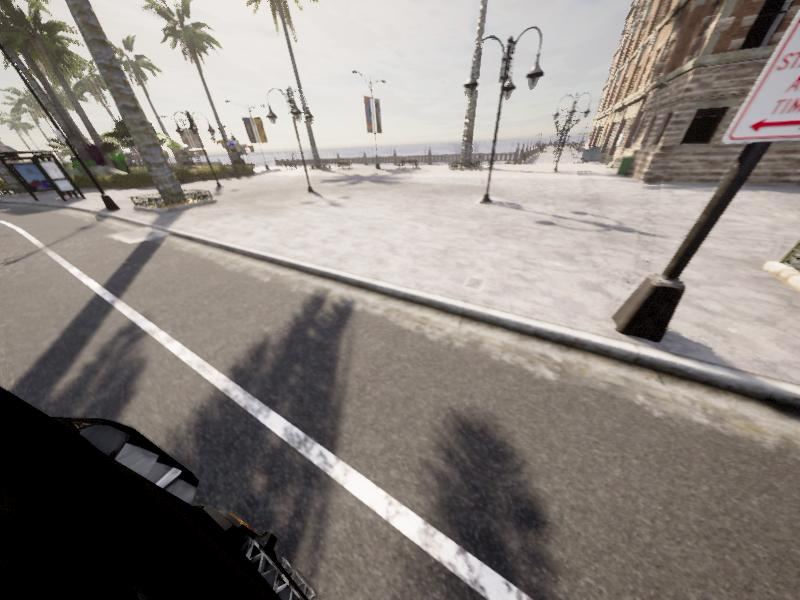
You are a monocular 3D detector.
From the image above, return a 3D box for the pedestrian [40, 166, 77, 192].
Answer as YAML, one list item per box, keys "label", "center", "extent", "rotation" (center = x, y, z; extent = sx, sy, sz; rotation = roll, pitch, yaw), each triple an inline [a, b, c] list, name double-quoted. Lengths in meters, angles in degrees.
- label: "pedestrian"
  center: [-28.853, -10.203, 19.563]
  extent: [0.751, 1.860, 0.751]
  rotation: [7, 35, 15]

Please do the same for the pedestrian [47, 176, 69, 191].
- label: "pedestrian"
  center: [-30.793, -10.475, 20.811]
  extent: [0.500, 1.100, 0.500]
  rotation: [4, 34, 11]

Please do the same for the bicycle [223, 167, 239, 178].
- label: "bicycle"
  center: [-18.590, -14.069, 25.433]
  extent: [1.643, 1.024, 0.373]
  rotation: [15, 38, 25]

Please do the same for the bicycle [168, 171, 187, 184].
- label: "bicycle"
  center: [-21.046, -11.559, 21.832]
  extent: [1.643, 1.024, 0.373]
  rotation: [15, 38, 25]

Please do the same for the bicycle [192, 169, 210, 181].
- label: "bicycle"
  center: [-20.063, -12.563, 23.273]
  extent: [1.643, 1.024, 0.373]
  rotation: [15, 38, 25]
